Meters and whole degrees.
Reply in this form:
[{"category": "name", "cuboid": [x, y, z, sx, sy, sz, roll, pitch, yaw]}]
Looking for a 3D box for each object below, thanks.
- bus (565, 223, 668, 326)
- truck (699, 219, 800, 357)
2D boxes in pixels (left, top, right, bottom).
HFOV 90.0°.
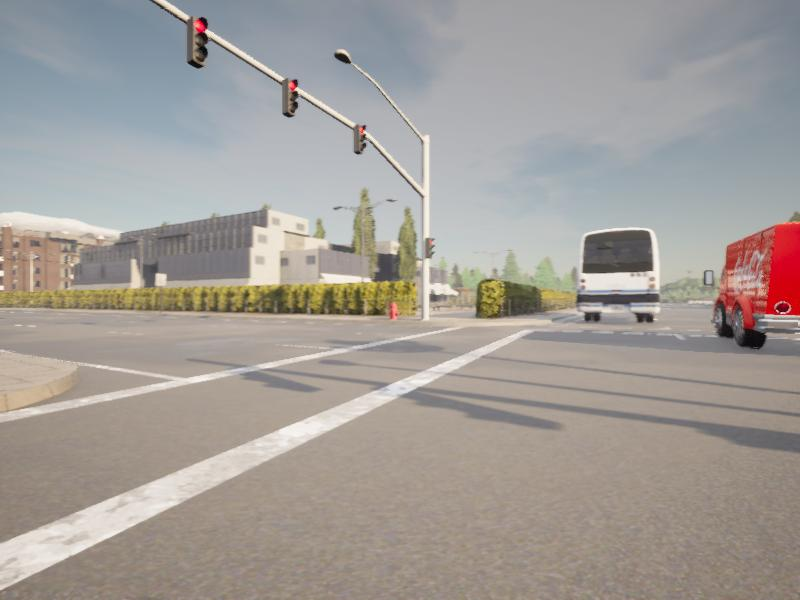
[{"category": "bus", "cuboid": [11.854, -1.060, 21.912, 3.944, 4.253, 10.273, 0, 0, 30]}, {"category": "truck", "cuboid": [8.954, -0.208, 9.116, 2.627, 2.467, 5.204, 0, 0, 27]}]
